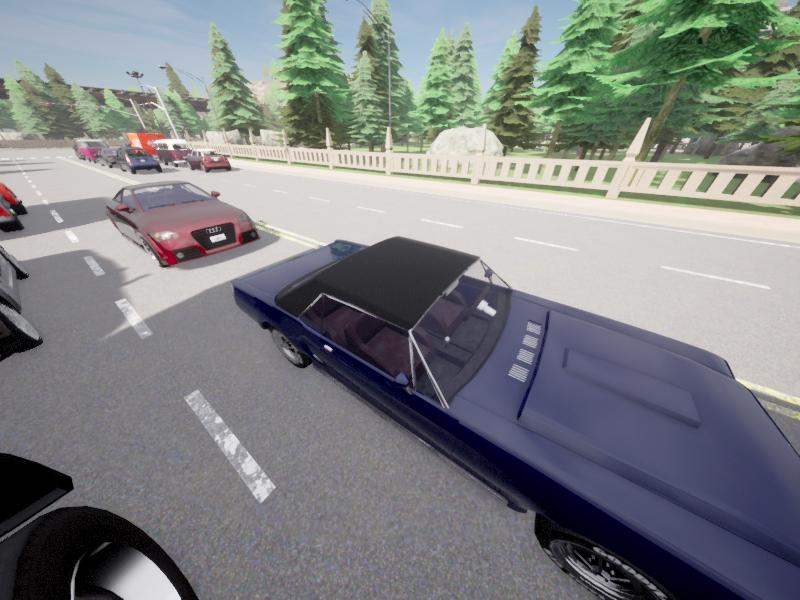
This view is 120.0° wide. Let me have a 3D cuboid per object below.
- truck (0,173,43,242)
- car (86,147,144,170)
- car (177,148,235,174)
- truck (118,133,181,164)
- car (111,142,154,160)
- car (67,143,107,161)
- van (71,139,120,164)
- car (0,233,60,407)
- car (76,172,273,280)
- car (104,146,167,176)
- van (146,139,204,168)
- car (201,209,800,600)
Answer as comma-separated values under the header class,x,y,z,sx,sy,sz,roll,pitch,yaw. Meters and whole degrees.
class,x,y,z,sx,sy,sz,roll,pitch,yaw
truck,-12.781,-3.059,6.036,5.204,2.467,2.627,22,41,28
car,-25.303,-12.633,20.477,5.357,1.411,2.033,22,41,28
car,-15.293,-11.057,18.237,3.806,1.475,1.970,22,40,28
truck,-26.092,-15.855,24.114,5.204,2.467,2.627,22,41,28
car,-32.240,-18.006,27.859,4.856,1.649,2.033,22,41,28
car,-35.842,-16.981,26.441,3.705,1.549,1.789,22,41,28
van,-31.121,-15.239,23.624,4.442,1.987,1.775,22,41,28
car,-6.542,-0.182,2.722,5.238,1.638,1.930,22,41,28
car,-5.491,-2.102,5.677,4.181,1.385,1.994,21,40,27
car,-19.766,-10.470,17.257,3.988,1.617,1.851,22,41,28
van,-20.411,-13.368,20.994,4.480,2.038,2.069,22,41,28
car,0.347,0.295,2.376,4.718,1.301,1.895,22,41,28
